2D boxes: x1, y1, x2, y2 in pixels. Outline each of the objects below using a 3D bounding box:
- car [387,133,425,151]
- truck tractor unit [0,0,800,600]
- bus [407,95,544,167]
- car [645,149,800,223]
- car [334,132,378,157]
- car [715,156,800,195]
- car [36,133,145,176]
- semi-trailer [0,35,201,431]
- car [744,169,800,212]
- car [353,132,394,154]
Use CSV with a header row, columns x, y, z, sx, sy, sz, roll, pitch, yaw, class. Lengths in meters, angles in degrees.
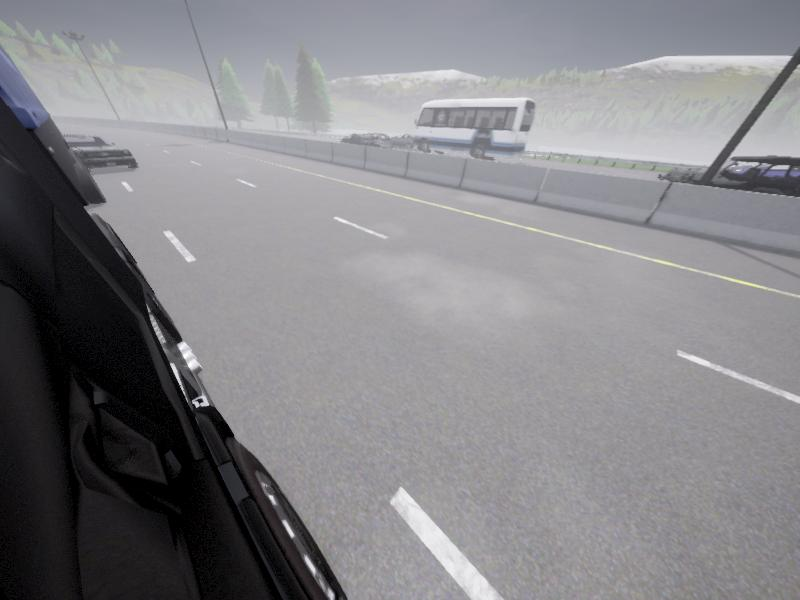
x,y,z,sx,sy,sz,roll,pitch,yaw,class
0.664,-19.761,28.773,4.514,1.525,2.007,29,44,31,car
-2.645,-0.295,0.352,6.516,4.208,3.053,28,44,30,truck tractor unit
5.909,-15.054,20.569,10.273,4.253,3.944,29,44,31,bus
12.882,-4.689,9.172,3.866,1.878,1.905,29,44,31,car
-3.953,-13.966,20.723,3.705,1.549,1.789,29,44,31,car
22.803,-7.379,13.710,4.514,1.525,2.007,29,44,31,car
-14.720,-7.035,10.994,4.718,1.301,1.895,22,41,24,car
-8.659,-3.637,4.258,14.254,4.402,2.717,29,44,30,semi-trailer
18.334,-4.189,9.359,4.718,1.301,1.895,29,44,31,car
-2.686,-16.078,23.576,3.988,1.617,1.851,29,44,31,car
